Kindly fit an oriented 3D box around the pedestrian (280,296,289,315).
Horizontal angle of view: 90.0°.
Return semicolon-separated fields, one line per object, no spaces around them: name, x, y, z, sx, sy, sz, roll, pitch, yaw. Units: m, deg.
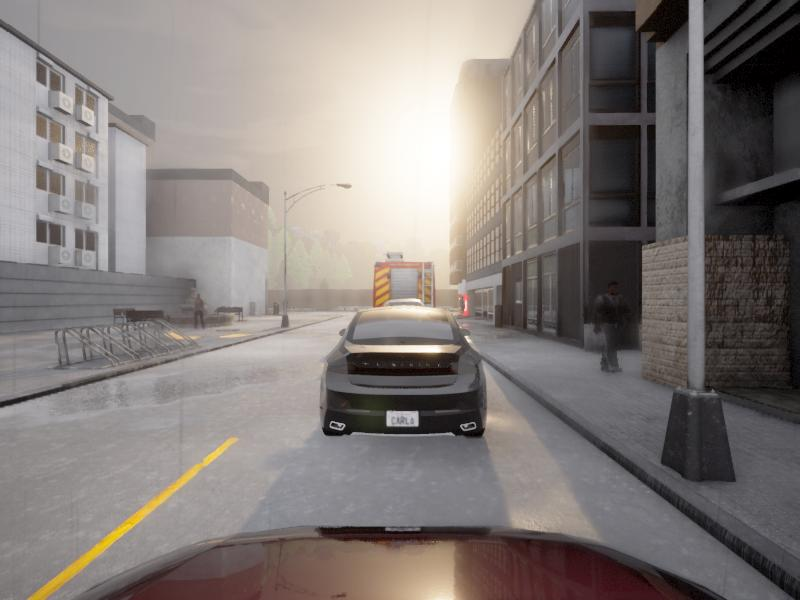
pedestrian;-11.708;0.547;40.602;0.751;1.860;0.751;0;0;-10

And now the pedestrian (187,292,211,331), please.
pedestrian;-9.720;0.533;19.369;0.751;1.860;0.751;0;0;0

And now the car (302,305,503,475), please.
car;0.063;0.845;6.103;1.837;1.490;4.892;0;0;1

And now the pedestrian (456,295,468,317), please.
pedestrian;5.511;0.525;35.462;0.751;1.860;0.751;0;0;-26

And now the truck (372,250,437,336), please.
truck;0.248;-0.321;22.112;2.891;3.827;8.468;0;0;1

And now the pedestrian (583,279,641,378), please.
pedestrian;4.138;0.533;7.853;0.751;1.860;0.751;0;0;0

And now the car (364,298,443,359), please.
car;0.140;0.781;13.363;2.152;1.651;5.027;0;0;1
